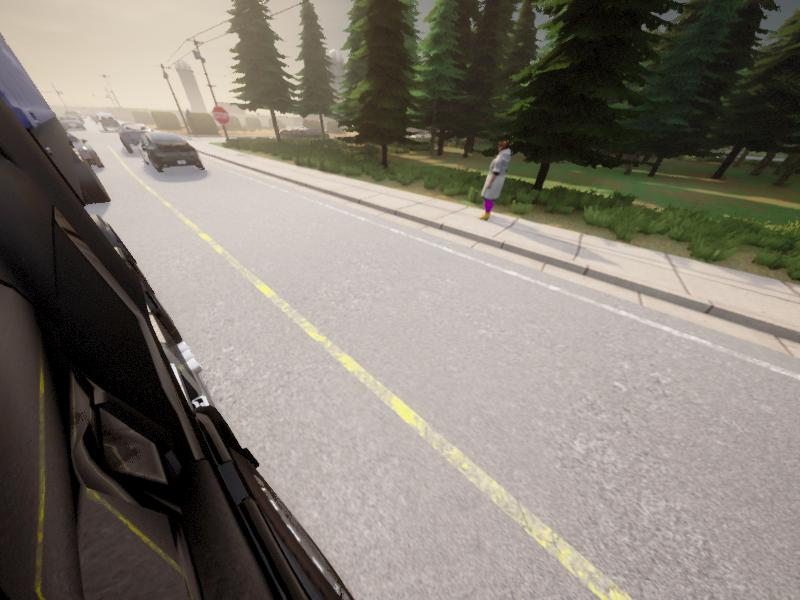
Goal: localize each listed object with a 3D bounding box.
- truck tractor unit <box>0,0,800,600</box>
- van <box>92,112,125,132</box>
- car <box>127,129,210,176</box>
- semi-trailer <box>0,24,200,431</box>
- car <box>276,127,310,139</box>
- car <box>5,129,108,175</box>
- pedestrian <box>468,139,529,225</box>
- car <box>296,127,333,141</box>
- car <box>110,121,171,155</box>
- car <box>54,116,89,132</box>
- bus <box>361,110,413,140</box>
[{"bbox_3d":[-2.645,-0.295,0.351,6.516,4.208,3.053,28,44,30],"label":"truck tractor unit"},{"bbox_3d":[-41.935,-25.618,33.243,4.480,2.038,2.069,31,45,32],"label":"van"},{"bbox_3d":[-11.767,-7.566,11.687,4.892,1.490,1.837,31,45,31],"label":"car"},{"bbox_3d":[-8.607,-3.678,4.298,14.254,4.402,2.717,29,44,31],"label":"semi-trailer"},{"bbox_3d":[-16.765,-26.194,36.289,1.994,1.385,4.181,28,44,30],"label":"car"},{"bbox_3d":[-15.751,-7.008,10.782,4.181,1.385,1.994,30,45,31],"label":"car"},{"bbox_3d":[2.523,-3.092,6.094,0.751,1.860,0.751,-28,47,-34],"label":"pedestrian"},{"bbox_3d":[-13.082,-25.483,35.495,2.163,1.488,4.792,28,44,30],"label":"car"},{"bbox_3d":[-18.702,-11.708,16.628,2.152,1.651,5.027,-30,48,-35],"label":"car"},{"bbox_3d":[-43.394,-23.372,30.599,4.902,1.511,2.128,31,45,32],"label":"car"},{"bbox_3d":[-2.344,-33.976,45.191,3.944,4.253,10.273,28,44,30],"label":"bus"}]
